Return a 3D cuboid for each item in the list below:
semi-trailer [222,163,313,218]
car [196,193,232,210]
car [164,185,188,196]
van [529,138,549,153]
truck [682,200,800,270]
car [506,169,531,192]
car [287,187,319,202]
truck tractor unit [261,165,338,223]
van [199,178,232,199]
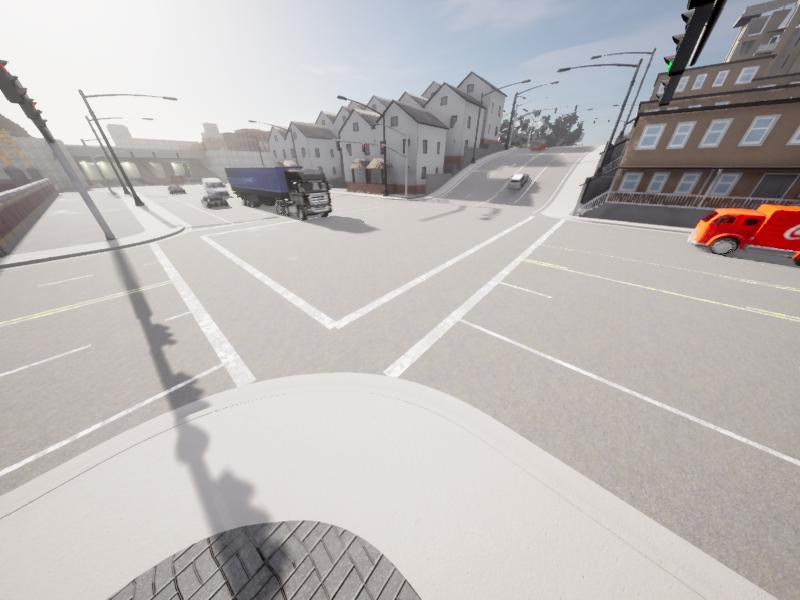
[{"bbox_3d":[-15.140,-12.556,25.632,14.254,4.402,2.717,24,38,35],"label":"semi-trailer"},{"bbox_3d":[-21.690,-11.531,26.913,4.181,1.385,1.994,24,38,35],"label":"car"},{"bbox_3d":[-38.727,-19.052,39.938,4.181,1.385,1.994,24,38,35],"label":"car"},{"bbox_3d":[27.553,-30.582,45.839,1.775,1.987,4.442,24,46,35],"label":"van"},{"bbox_3d":[18.880,-3.323,11.612,5.204,2.467,2.627,25,38,35],"label":"truck"},{"bbox_3d":[17.062,-17.294,33.312,1.970,1.475,3.806,23,59,34],"label":"car"},{"bbox_3d":[-13.880,-15.155,33.031,4.514,1.525,2.007,24,38,35],"label":"car"},{"bbox_3d":[-9.209,-9.857,21.150,6.516,4.208,3.053,24,38,35],"label":"truck tractor unit"},{"bbox_3d":[-28.975,-17.591,36.237,5.915,2.561,1.988,24,38,35],"label":"van"}]
